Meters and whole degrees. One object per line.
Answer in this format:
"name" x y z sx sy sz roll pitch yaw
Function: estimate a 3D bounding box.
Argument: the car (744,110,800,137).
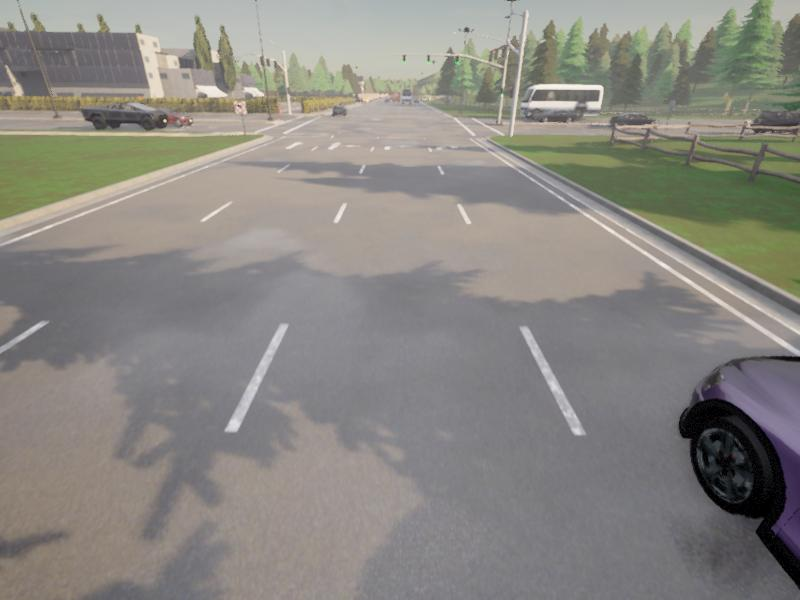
"car" 34.199 -15.519 35.147 5.566 2.045 2.150 0 27 0

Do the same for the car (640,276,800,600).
"car" 3.565 1.649 1.704 2.033 1.649 4.856 1 27 0

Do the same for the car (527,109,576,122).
"car" 19.494 -23.778 51.526 5.357 1.411 2.033 0 27 -1

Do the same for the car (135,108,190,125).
"car" -24.052 -18.646 40.672 4.181 1.385 1.994 0 27 -1

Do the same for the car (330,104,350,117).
"car" -8.661 -27.572 58.133 2.128 1.511 4.902 0 28 -1

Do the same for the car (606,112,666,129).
"car" 24.316 -18.522 41.349 4.892 1.490 1.837 0 27 -1

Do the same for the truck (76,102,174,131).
"truck" -23.349 -15.755 34.295 6.274 2.098 2.390 0 27 -1

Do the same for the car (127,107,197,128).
"car" -22.203 -17.146 37.532 5.027 1.651 2.152 0 27 -1

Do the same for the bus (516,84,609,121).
"bus" 21.545 -26.590 53.902 10.273 4.253 3.944 0 27 -1

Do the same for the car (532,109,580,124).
"car" 18.852 -22.218 48.383 4.892 1.490 1.837 0 27 -1
